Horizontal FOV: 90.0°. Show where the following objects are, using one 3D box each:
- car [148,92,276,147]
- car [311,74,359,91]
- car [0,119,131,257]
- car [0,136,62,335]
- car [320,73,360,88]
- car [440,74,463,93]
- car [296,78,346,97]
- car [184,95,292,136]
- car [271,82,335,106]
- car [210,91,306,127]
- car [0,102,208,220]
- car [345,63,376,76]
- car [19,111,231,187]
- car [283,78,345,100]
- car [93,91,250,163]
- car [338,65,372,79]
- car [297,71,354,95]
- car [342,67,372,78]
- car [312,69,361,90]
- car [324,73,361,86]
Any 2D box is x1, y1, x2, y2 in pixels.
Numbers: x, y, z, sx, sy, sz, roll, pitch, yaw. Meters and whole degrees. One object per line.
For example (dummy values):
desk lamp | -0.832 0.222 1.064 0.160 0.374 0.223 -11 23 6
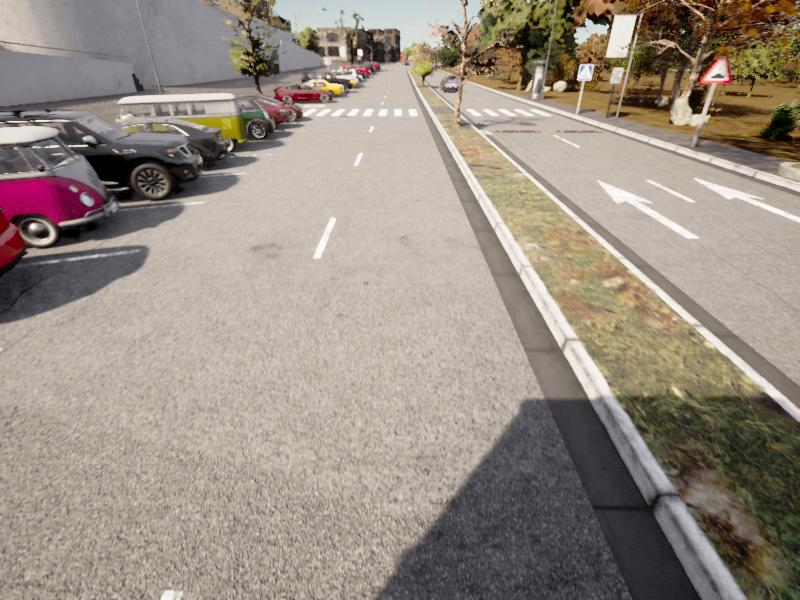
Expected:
car | -8.024 -7.984 17.541 4.553 1.767 2.185 -11 33 -17
car | -7.858 -26.401 48.552 5.366 1.575 1.946 -11 32 -17
car | -7.954 -1.977 7.272 4.442 1.987 1.878 -11 32 -17
car | -8.090 -0.440 4.645 5.566 2.045 2.435 -11 32 -17
car | -8.052 -29.453 53.632 4.792 1.488 2.163 -11 33 -17
car | 5.802 -24.882 45.947 2.033 1.649 4.856 0 31 0
car | -8.040 -21.677 40.804 4.674 1.452 2.002 -11 32 -17
car | -8.045 -9.364 20.178 4.674 1.452 2.002 -11 33 -17
car | -8.015 -17.070 33.076 4.792 1.488 2.163 -11 32 -17
car | -8.022 -10.920 22.765 4.792 1.488 2.163 -11 32 -17
car | -8.036 -3.511 9.795 5.566 2.045 2.435 -11 32 -17
car | -8.033 -47.003 81.597 5.566 2.045 2.435 -11 33 -16
car | -8.049 -4.815 12.474 4.892 1.521 2.231 -11 33 -17
car | -8.209 -20.132 38.147 5.366 1.575 1.946 -11 33 -17
car | -8.165 -6.514 14.884 4.442 1.987 1.878 -11 33 -17
car | -7.992 -40.732 71.402 5.566 2.045 2.435 -11 33 -17
car | -8.011 -23.479 43.244 5.566 2.045 2.435 -11 32 -17
car | -8.182 -43.623 76.572 5.366 1.575 1.946 -11 33 -16
car | -8.056 -28.130 50.926 5.566 2.045 2.435 -11 33 -17
car | -8.027 -31.020 56.220 4.674 1.452 2.002 -11 33 -17
